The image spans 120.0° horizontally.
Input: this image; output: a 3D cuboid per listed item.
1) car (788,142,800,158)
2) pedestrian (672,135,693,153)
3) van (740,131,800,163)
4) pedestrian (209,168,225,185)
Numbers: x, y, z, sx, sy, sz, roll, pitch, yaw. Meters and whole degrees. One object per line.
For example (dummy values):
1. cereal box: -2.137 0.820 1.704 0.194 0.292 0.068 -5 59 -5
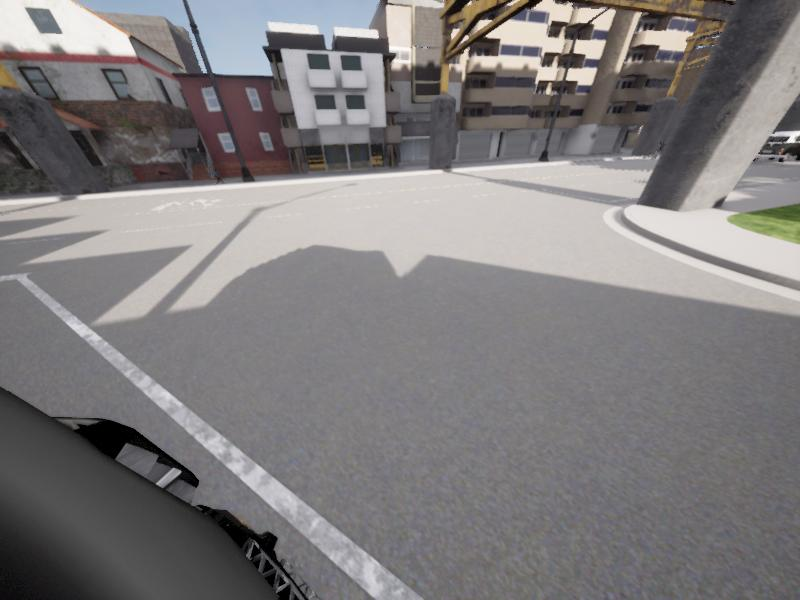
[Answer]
1. car: 37.951 -13.554 20.365 5.366 1.575 1.801 -11 35 -13
2. pedestrian: 35.643 -19.726 29.208 0.751 1.860 0.751 -11 35 -12
3. van: 31.150 -12.389 18.639 4.480 2.038 2.069 -11 35 -13
4. pedestrian: -13.941 -9.409 17.593 0.500 1.100 0.500 -13 35 -15
